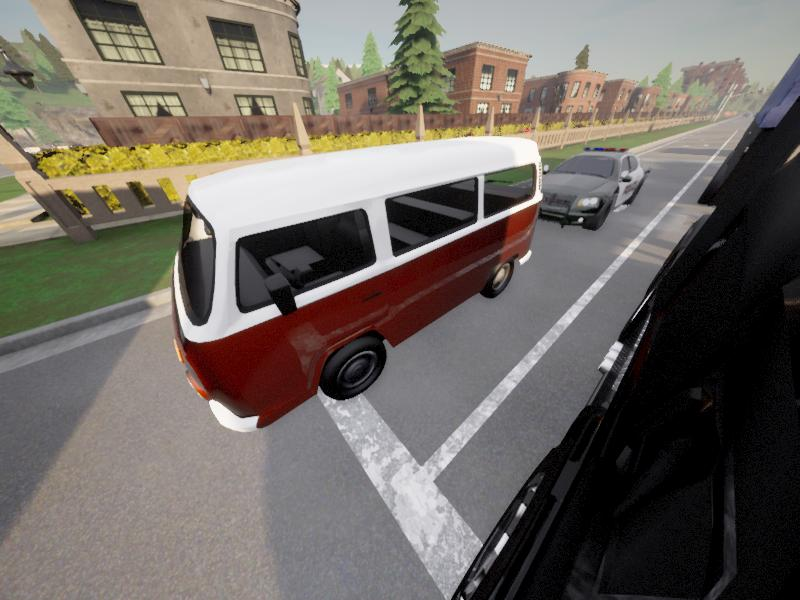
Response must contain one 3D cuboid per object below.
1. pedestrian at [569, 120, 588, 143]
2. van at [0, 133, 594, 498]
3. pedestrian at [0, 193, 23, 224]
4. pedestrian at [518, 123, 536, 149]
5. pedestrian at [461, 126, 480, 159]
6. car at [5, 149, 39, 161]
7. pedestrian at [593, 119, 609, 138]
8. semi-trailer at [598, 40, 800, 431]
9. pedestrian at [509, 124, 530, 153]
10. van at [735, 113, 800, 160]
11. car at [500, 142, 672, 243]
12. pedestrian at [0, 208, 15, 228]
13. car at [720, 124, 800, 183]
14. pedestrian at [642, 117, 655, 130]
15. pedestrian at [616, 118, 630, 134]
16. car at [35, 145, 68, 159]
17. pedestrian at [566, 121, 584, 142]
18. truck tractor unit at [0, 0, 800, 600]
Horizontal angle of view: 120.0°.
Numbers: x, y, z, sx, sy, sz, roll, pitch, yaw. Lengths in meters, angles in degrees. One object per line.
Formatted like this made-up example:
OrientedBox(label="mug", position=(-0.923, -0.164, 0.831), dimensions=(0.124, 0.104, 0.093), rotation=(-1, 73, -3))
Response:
OrientedBox(label="pedestrian", position=(18.813, -17.745, 24.372), dimensions=(0.751, 1.860, 0.751), rotation=(-27, 43, -29))
OrientedBox(label="van", position=(-0.051, -0.703, 2.876), dimensions=(4.480, 2.038, 2.069), rotation=(-28, 44, -30))
OrientedBox(label="pedestrian", position=(-13.178, -3.320, 7.041), dimensions=(0.751, 1.860, 0.751), rotation=(-27, 43, -29))
OrientedBox(label="pedestrian", position=(11.380, -14.693, 20.746), dimensions=(0.751, 1.860, 0.751), rotation=(-28, 43, -30))
OrientedBox(label="pedestrian", position=(4.983, -11.204, 16.471), dimensions=(0.751, 1.860, 0.751), rotation=(-28, 44, -30))
OrientedBox(label="car", position=(-67.235, -25.909, 41.203), dimensions=(1.816, 1.474, 4.193), rotation=(-27, 43, -29))
OrientedBox(label="pedestrian", position=(25.155, -21.433, 28.915), dimensions=(0.751, 1.860, 0.751), rotation=(-30, 45, -32))
OrientedBox(label="semi-trailer", position=(8.700, -3.602, 4.228), dimensions=(14.254, 4.402, 2.717), rotation=(-28, 44, -30))
OrientedBox(label="pedestrian", position=(9.447, -12.774, 18.297), dimensions=(0.751, 1.860, 0.751), rotation=(-28, 43, -30))
OrientedBox(label="van", position=(21.918, -9.636, 13.520), dimensions=(4.442, 1.987, 1.775), rotation=(-28, 44, -30))
OrientedBox(label="car", position=(5.277, -3.332, 6.490), dimensions=(4.974, 1.542, 2.038), rotation=(-28, 44, -30))
OrientedBox(label="pedestrian", position=(-12.682, -2.979, 6.554), dimensions=(0.751, 1.860, 0.751), rotation=(-25, 42, -27))
OrientedBox(label="car", position=(16.055, -6.362, 9.816), dimensions=(5.027, 1.651, 2.152), rotation=(-28, 44, -30))
OrientedBox(label="pedestrian", position=(46.082, -32.799, 42.834), dimensions=(0.751, 1.860, 0.751), rotation=(-28, 44, -30))
OrientedBox(label="pedestrian", position=(33.425, -26.074, 34.615), dimensions=(0.751, 1.860, 0.751), rotation=(-29, 44, -30))
OrientedBox(label="car", position=(-64.783, -27.648, 43.051), dimensions=(1.932, 1.855, 4.605), rotation=(-27, 43, -29))
OrientedBox(label="pedestrian", position=(19.166, -18.437, 25.275), dimensions=(0.751, 1.860, 0.751), rotation=(-25, 42, -27))
OrientedBox(label="truck tractor unit", position=(2.645, -0.295, 0.351), dimensions=(6.516, 4.208, 3.053), rotation=(-28, 44, -30))
